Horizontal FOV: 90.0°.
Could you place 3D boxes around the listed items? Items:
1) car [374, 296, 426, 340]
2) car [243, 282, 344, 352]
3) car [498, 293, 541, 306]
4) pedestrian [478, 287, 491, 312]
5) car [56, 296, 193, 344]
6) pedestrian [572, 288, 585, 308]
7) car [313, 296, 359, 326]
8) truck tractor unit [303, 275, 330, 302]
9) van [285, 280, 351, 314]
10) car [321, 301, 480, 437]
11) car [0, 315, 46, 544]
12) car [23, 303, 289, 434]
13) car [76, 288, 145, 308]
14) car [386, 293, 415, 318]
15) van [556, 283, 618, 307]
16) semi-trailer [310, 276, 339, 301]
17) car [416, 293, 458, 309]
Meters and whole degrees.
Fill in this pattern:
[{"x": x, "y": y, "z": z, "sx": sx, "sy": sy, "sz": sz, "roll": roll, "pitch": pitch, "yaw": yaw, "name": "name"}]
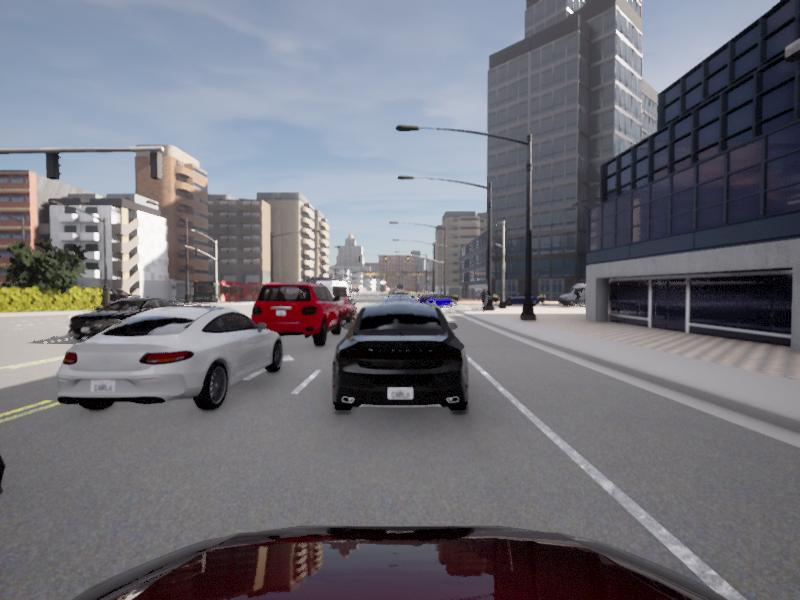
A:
[{"x": 0.019, "y": 0.631, "z": 16.961, "sx": 1.882, "sy": 1.535, "sz": 5.008, "roll": 0, "pitch": 1, "yaw": 0, "name": "car"}, {"x": -3.493, "y": 0.426, "z": 14.446, "sx": 2.150, "sy": 2.045, "sz": 5.566, "roll": 0, "pitch": 1, "yaw": 0, "name": "car"}, {"x": 13.318, "y": -0.065, "z": 44.770, "sx": 4.193, "sy": 1.474, "sz": 1.816, "roll": 0, "pitch": 2, "yaw": 1, "name": "car"}, {"x": 6.373, "y": -0.021, "z": 30.228, "sx": 0.751, "sy": 1.860, "sz": 0.751, "roll": 0, "pitch": 2, "yaw": -8, "name": "pedestrian"}, {"x": -10.461, "y": 0.651, "z": 15.805, "sx": 1.882, "sy": 1.535, "sz": 5.008, "roll": 0, "pitch": 1, "yaw": 0, "name": "car"}, {"x": 16.391, "y": -0.204, "z": 36.805, "sx": 0.751, "sy": 1.860, "sz": 0.751, "roll": 0, "pitch": 2, "yaw": -10, "name": "pedestrian"}, {"x": -3.503, "y": 0.539, "z": 22.678, "sx": 1.812, "sy": 1.442, "sz": 4.674, "roll": 0, "pitch": 1, "yaw": 0, "name": "car"}, {"x": -13.928, "y": -1.858, "z": 67.379, "sx": 3.053, "sy": 4.208, "sz": 6.516, "roll": 0, "pitch": 1, "yaw": 0, "name": "truck tractor unit"}, {"x": -6.906, "y": -0.265, "z": 33.131, "sx": 5.915, "sy": 2.561, "sz": 1.988, "roll": 1, "pitch": 0, "yaw": 39, "name": "van"}, {"x": 0.004, "y": 0.801, "z": 7.053, "sx": 1.837, "sy": 1.490, "sz": 4.892, "roll": 0, "pitch": 1, "yaw": 0, "name": "car"}, {"x": -3.502, "y": 0.851, "z": 0.836, "sx": 1.816, "sy": 1.474, "sz": 4.193, "roll": 0, "pitch": 0, "yaw": 0, "name": "car"}, {"x": -3.497, "y": 0.826, "z": 7.014, "sx": 1.812, "sy": 1.442, "sz": 4.674, "roll": 0, "pitch": 1, "yaw": 0, "name": "car"}, {"x": -30.045, "y": -0.261, "z": 41.639, "sx": 5.566, "sy": 2.045, "sz": 2.150, "roll": 0, "pitch": 2, "yaw": 0, "name": "car"}, {"x": 0.047, "y": 0.299, "z": 28.717, "sx": 1.930, "sy": 1.638, "sz": 5.238, "roll": 0, "pitch": 1, "yaw": 0, "name": "car"}, {"x": 20.798, "y": -0.595, "z": 44.690, "sx": 5.915, "sy": 2.561, "sz": 1.988, "roll": 0, "pitch": 2, "yaw": 1, "name": "van"}, {"x": -13.967, "y": -2.070, "z": 75.290, "sx": 2.717, "sy": 4.402, "sz": 14.254, "roll": 0, "pitch": 1, "yaw": 0, "name": "semi-trailer"}, {"x": 3.775, "y": 0.082, "z": 39.944, "sx": 4.193, "sy": 1.474, "sz": 1.816, "roll": -1, "pitch": 1, "yaw": -42, "name": "car"}]
